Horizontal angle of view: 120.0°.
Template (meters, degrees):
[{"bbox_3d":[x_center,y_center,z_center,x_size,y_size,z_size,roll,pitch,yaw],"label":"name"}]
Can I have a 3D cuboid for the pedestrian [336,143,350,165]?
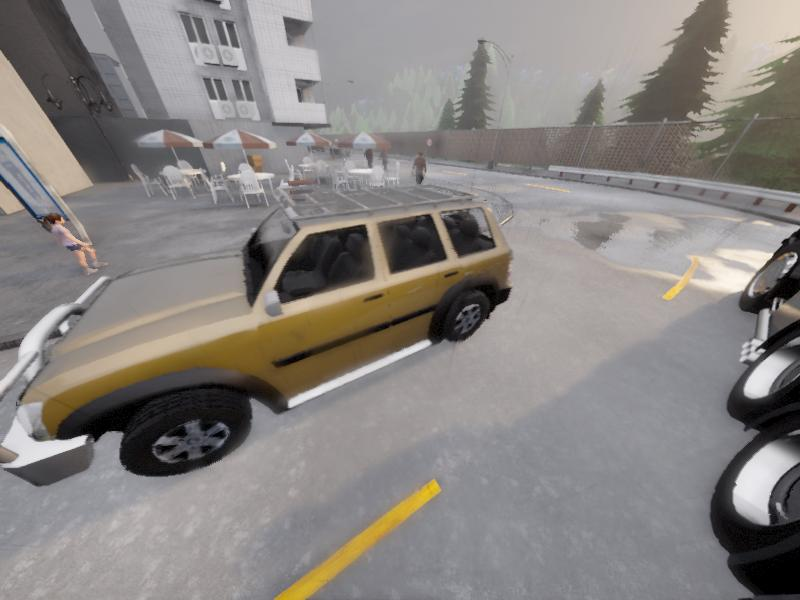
[{"bbox_3d":[-5.652,-14.508,22.936,0.751,1.860,0.751,-27,43,-34],"label":"pedestrian"}]

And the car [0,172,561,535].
[{"bbox_3d":[-0.732,-0.265,2.734,4.605,1.855,1.932,-18,39,-25],"label":"car"}]

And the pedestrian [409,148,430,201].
[{"bbox_3d":[0.815,-5.264,9.718,0.751,1.860,0.751,4,35,5],"label":"pedestrian"}]

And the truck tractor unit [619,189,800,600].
[{"bbox_3d":[4.992,-0.397,0.965,6.516,4.208,3.053,-23,42,-30],"label":"truck tractor unit"}]

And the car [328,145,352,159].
[{"bbox_3d":[-8.942,-22.067,34.272,1.882,1.535,5.008,-17,38,-23],"label":"car"}]

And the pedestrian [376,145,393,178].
[{"bbox_3d":[-1.033,-9.257,15.437,0.751,1.860,0.751,-24,41,-30],"label":"pedestrian"}]

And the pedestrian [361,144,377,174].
[{"bbox_3d":[-2.300,-10.544,17.274,0.751,1.860,0.751,-24,42,-31],"label":"pedestrian"}]

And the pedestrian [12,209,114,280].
[{"bbox_3d":[-6.043,-1.006,4.203,0.500,1.100,0.500,15,37,20],"label":"pedestrian"}]
